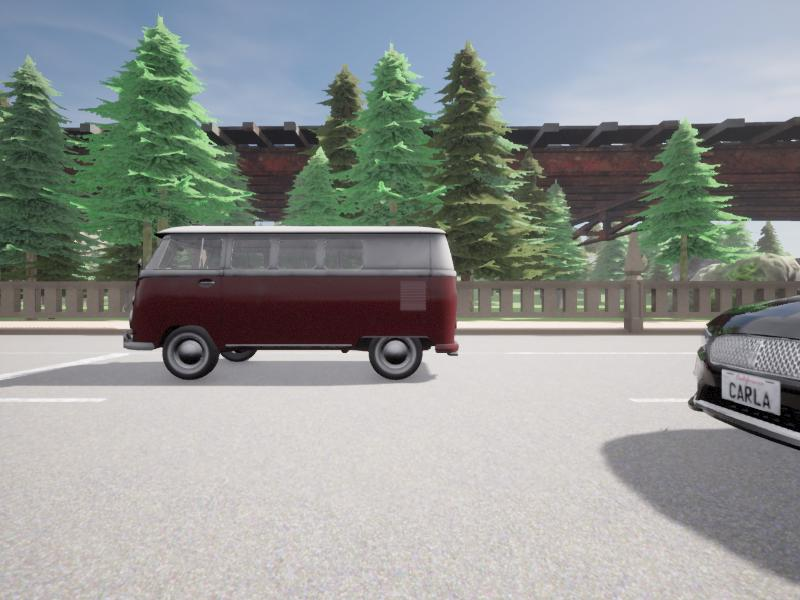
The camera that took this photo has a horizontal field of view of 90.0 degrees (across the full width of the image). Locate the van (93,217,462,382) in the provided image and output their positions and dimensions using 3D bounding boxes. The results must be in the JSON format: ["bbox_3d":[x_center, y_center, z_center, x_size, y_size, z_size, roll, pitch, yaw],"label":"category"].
[{"bbox_3d":[-1.470,-0.002,5.700,4.442,1.987,1.775,0,0,0],"label":"van"}]

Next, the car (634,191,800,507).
[{"bbox_3d":[4.363,0.237,2.200,4.902,1.511,2.128,0,0,0],"label":"car"}]
